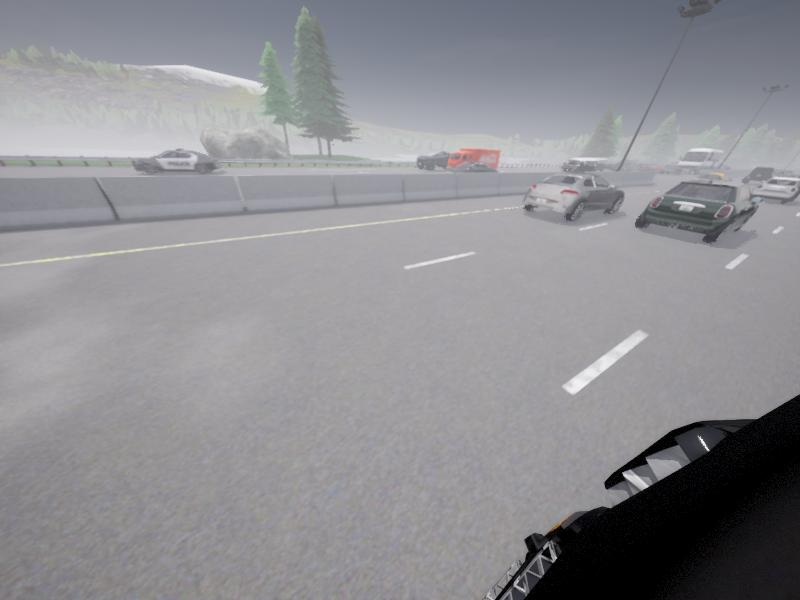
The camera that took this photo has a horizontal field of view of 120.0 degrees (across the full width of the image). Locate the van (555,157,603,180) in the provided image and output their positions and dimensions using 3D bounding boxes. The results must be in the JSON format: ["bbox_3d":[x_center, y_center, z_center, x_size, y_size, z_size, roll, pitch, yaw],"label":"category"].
[{"bbox_3d":[20.614,-15.196,26.638,4.480,2.038,2.069,-16,38,-26],"label":"van"}]

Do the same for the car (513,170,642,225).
[{"bbox_3d":[7.755,-4.672,10.152,5.027,1.651,2.152,-16,38,-26],"label":"car"}]

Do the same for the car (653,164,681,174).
[{"bbox_3d":[54.941,-26.960,47.499,5.027,1.651,2.152,-16,38,-26],"label":"car"}]

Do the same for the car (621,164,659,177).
[{"bbox_3d":[35.763,-19.315,34.417,4.902,1.511,2.128,-16,38,-26],"label":"car"}]

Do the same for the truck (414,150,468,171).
[{"bbox_3d":[5.111,-17.438,28.945,6.274,2.098,2.390,-16,38,-26],"label":"truck"}]

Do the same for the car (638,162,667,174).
[{"bbox_3d":[47.930,-25.136,43.842,4.553,1.767,2.097,-16,38,-26],"label":"car"}]

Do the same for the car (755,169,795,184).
[{"bbox_3d":[55.430,-18.350,34.143,4.611,1.667,2.242,-16,38,-26],"label":"car"}]

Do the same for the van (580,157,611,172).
[{"bbox_3d":[33.936,-23.452,40.099,4.480,2.038,2.069,-16,38,-26],"label":"van"}]

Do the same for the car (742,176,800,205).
[{"bbox_3d":[27.174,-7.953,16.592,3.806,1.475,1.970,-16,38,-26],"label":"car"}]

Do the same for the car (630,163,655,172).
[{"bbox_3d":[51.553,-28.258,49.138,4.514,1.525,2.007,-16,38,-26],"label":"car"}]

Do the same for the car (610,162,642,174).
[{"bbox_3d":[38.138,-22.225,38.985,4.974,1.542,2.038,-16,38,-26],"label":"car"}]

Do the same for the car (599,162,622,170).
[{"bbox_3d":[44.794,-28.482,49.153,4.718,1.301,1.895,-16,38,-26],"label":"car"}]

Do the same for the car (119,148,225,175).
[{"bbox_3d":[-16.318,-10.196,16.989,4.974,1.542,2.038,-10,35,-17],"label":"car"}]

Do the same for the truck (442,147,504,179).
[{"bbox_3d":[7.299,-13.789,23.208,5.204,2.467,2.627,-16,38,-26],"label":"truck"}]

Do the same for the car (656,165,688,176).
[{"bbox_3d":[47.580,-22.654,40.402,5.357,1.411,2.033,-16,38,-26],"label":"car"}]

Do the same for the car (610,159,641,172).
[{"bbox_3d":[44.149,-26.378,45.244,5.566,2.045,2.150,-16,38,-26],"label":"car"}]

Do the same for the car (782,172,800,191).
[{"bbox_3d":[43.911,-12.803,24.983,3.988,1.617,1.851,-16,38,-26],"label":"car"}]

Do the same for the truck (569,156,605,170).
[{"bbox_3d":[36.010,-26.291,44.505,6.274,2.098,2.390,-16,38,-26],"label":"truck"}]

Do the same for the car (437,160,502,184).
[{"bbox_3d":[5.802,-10.730,19.327,4.902,1.511,2.128,-16,38,-26],"label":"car"}]

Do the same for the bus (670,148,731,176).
[{"bbox_3d":[58.268,-26.819,44.852,10.273,4.253,3.944,-16,38,-26],"label":"bus"}]

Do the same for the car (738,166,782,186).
[{"bbox_3d":[44.609,-15.346,28.628,3.866,1.878,1.905,-15,37,-27],"label":"car"}]

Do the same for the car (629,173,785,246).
[{"bbox_3d":[11.103,-3.481,8.409,4.553,1.767,2.097,-16,38,-26],"label":"car"}]

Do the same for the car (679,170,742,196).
[{"bbox_3d":[26.108,-9.913,19.403,5.366,1.575,1.801,-16,38,-26],"label":"car"}]
